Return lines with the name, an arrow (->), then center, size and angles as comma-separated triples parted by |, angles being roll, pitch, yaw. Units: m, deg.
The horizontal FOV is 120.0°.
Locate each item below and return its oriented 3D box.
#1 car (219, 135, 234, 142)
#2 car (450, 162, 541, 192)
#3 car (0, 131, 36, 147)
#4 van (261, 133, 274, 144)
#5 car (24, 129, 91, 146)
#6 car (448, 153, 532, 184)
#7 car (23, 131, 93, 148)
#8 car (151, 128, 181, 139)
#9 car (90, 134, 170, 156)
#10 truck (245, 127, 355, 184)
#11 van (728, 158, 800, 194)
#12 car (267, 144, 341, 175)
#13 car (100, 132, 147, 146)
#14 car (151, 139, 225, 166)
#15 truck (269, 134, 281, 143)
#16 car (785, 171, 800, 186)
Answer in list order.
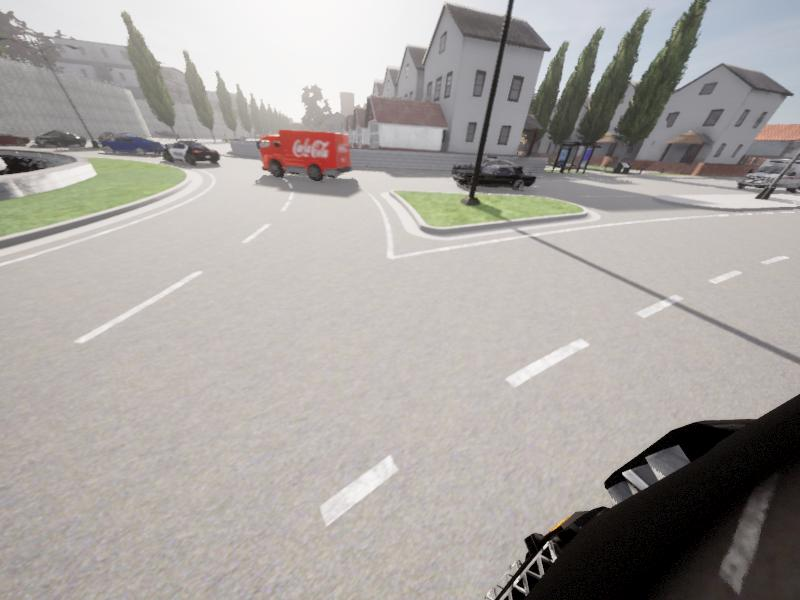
car -> -52.391, -48.954, 69.888 | 1.801, 1.575, 5.366 | -6, 36, -14
car -> 5.787, -7.674, 14.385 | 4.718, 1.301, 1.895 | -1, 35, -6
car -> -41.329, -16.352, 23.403 | 1.895, 1.301, 4.718 | -2, 35, -8
van -> -41.179, -50.465, 72.061 | 1.988, 2.561, 5.915 | -6, 36, -14
car -> -42.906, -20.545, 29.213 | 2.038, 1.542, 4.974 | -6, 35, -13
car -> 6.551, -9.798, 17.251 | 5.238, 1.638, 1.930 | -2, 35, -7
car -> -38.419, -18.186, 26.186 | 1.812, 1.442, 4.674 | -5, 35, -12
car -> -64.009, -45.616, 63.373 | 5.238, 1.638, 1.930 | -2, 34, -16
car -> -26.393, -15.257, 22.755 | 5.008, 1.535, 1.882 | 2, 34, -2
truck -> -5.837, -8.901, 14.224 | 5.204, 2.467, 2.627 | 9, 35, 9
van -> 33.482, -10.935, 20.333 | 6.366, 2.431, 2.351 | -7, 36, -15
car -> -7.276, -10.875, 17.755 | 4.856, 1.649, 2.033 | 13, 36, 14
car -> -40.840, -23.890, 34.288 | 2.038, 1.542, 4.974 | -6, 35, -14
car -> -16.890, -11.811, 18.450 | 4.974, 1.542, 2.038 | 17, 37, 20
truck -> -44.697, -58.023, 82.917 | 2.627, 2.467, 5.204 | -6, 35, -14
car -> 49.798, -14.658, 27.915 | 4.193, 1.474, 1.816 | -7, 36, -15
